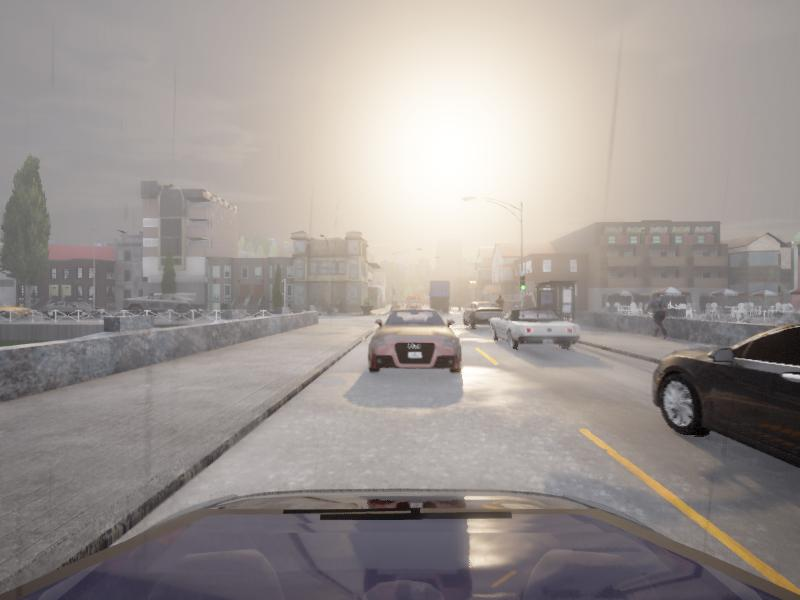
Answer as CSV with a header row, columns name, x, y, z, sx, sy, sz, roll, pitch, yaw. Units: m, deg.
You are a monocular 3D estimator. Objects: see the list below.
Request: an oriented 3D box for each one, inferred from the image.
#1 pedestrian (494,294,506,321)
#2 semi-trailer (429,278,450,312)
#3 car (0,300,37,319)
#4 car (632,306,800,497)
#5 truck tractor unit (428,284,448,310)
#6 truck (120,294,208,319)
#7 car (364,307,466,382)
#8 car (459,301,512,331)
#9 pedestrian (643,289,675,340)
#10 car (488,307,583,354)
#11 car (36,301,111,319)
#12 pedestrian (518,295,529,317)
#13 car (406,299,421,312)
name,x,y,z,sx,sy,sz,roll,pitch,yaw
pedestrian,7.233,0.533,28.901,0.751,1.860,0.751,0,0,19
semi-trailer,5.731,-0.620,59.207,2.717,4.402,14.254,0,0,4
car,-35.539,0.801,35.340,5.366,1.575,1.801,0,0,2
car,4.146,0.846,3.230,1.837,1.490,4.892,0,0,2
truck tractor unit,6.262,-0.525,67.103,3.053,4.208,6.516,0,0,2
truck,-20.415,0.542,34.832,6.274,2.098,2.390,0,0,2
car,0.365,0.907,9.966,1.994,1.385,4.181,0,0,2
car,4.767,0.837,23.072,2.128,1.511,4.902,0,0,2
pedestrian,9.802,0.533,15.163,0.751,1.860,0.751,0,0,2
car,4.509,0.944,14.169,1.895,1.301,4.718,0,0,2
car,-28.550,0.836,35.105,4.902,1.511,2.128,0,0,2
pedestrian,10.649,0.533,34.625,0.751,1.860,0.751,0,0,4
car,1.929,0.694,56.940,2.097,1.767,4.553,0,0,2
